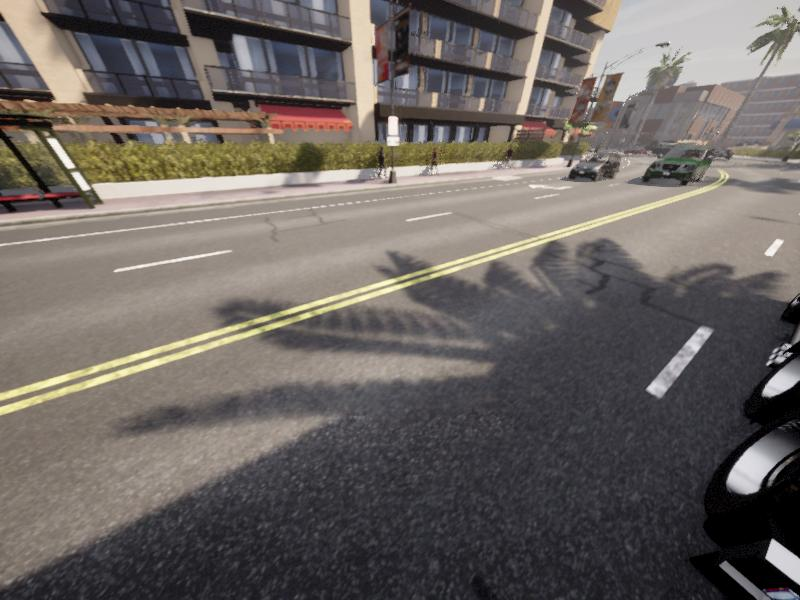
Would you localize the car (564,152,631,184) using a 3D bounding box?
[{"bbox_3d":[13.748,-9.302,16.129,3.988,1.617,1.851,-20,40,-27],"label":"car"}]

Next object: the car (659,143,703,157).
[{"bbox_3d":[52.025,-28.012,42.989,2.150,2.045,5.566,8,35,11],"label":"car"}]

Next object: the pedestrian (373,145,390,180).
[{"bbox_3d":[-1.140,-8.722,14.670,0.751,1.860,0.751,-20,40,-27],"label":"pedestrian"}]

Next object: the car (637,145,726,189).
[{"bbox_3d":[18.335,-8.799,15.043,5.566,2.045,2.150,-21,40,-28],"label":"car"}]

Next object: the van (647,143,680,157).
[{"bbox_3d":[47.834,-27.335,42.043,1.775,1.987,4.442,11,36,15],"label":"van"}]

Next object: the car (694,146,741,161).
[{"bbox_3d":[48.318,-22.475,35.344,2.152,1.651,5.027,15,37,20],"label":"car"}]

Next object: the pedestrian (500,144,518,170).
[{"bbox_3d":[9.428,-12.387,20.025,0.751,1.860,0.751,-18,38,-24],"label":"pedestrian"}]

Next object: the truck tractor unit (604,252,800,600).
[{"bbox_3d":[5.090,-0.320,0.812,6.516,4.208,3.053,-19,39,-25],"label":"truck tractor unit"}]

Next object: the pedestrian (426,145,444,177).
[{"bbox_3d":[2.419,-9.653,16.035,0.751,1.860,0.751,-22,40,-29],"label":"pedestrian"}]

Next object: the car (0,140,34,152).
[{"bbox_3d":[-80.584,-32.170,48.203,2.150,2.045,5.566,-19,39,-26],"label":"car"}]

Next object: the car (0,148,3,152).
[{"bbox_3d":[-83.156,-30.685,46.191,1.905,1.878,3.866,-19,39,-26],"label":"car"}]

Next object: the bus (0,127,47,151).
[{"bbox_3d":[-88.608,-36.845,52.954,3.944,4.253,10.273,-19,39,-26],"label":"bus"}]
